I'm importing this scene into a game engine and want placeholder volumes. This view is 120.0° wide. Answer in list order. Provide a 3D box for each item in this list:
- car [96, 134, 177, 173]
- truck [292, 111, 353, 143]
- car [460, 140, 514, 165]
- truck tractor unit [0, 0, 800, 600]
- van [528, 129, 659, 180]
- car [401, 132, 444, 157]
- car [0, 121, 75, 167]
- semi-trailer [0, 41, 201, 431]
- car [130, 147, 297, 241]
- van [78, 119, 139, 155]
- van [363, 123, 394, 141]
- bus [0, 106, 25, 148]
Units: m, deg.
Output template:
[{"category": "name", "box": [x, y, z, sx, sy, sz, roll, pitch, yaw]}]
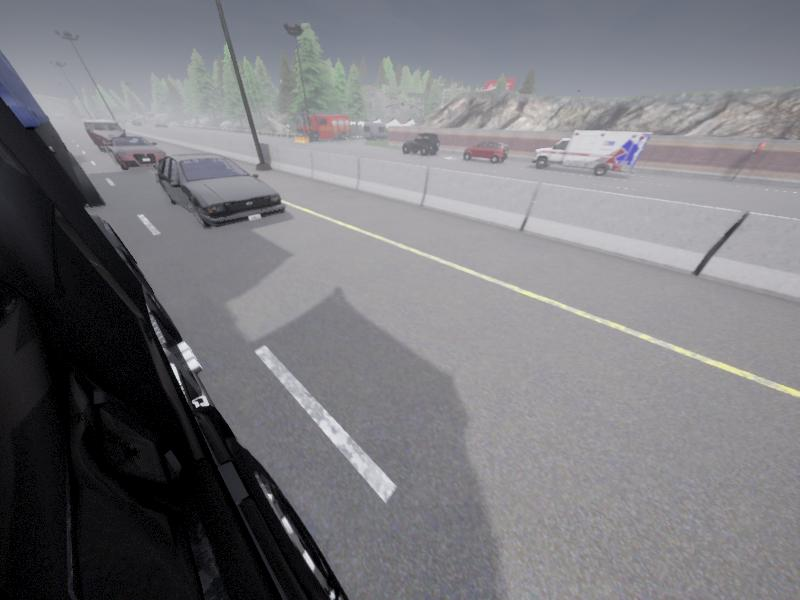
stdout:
[{"category": "car", "box": [-14.304, -8.033, 12.533, 4.181, 1.385, 1.994, 28, 44, 30]}, {"category": "truck", "box": [-12.376, -28.436, 37.867, 8.468, 3.827, 2.891, -30, 48, -32]}, {"category": "car", "box": [7.505, -12.955, 20.167, 3.705, 1.549, 1.789, 28, 44, 30]}, {"category": "truck tractor unit", "box": [-2.645, -0.295, 0.352, 6.516, 4.208, 3.053, 28, 44, 30]}, {"category": "van", "box": [13.086, -10.356, 16.239, 6.366, 2.431, 2.351, 28, 44, 30]}, {"category": "car", "box": [2.215, -15.897, 23.556, 3.866, 1.878, 1.905, 28, 44, 30]}, {"category": "car", "box": [-20.213, -8.602, 12.629, 4.553, 1.767, 2.097, 28, 44, 30]}, {"category": "semi-trailer", "box": [-8.692, -3.579, 4.277, 14.254, 4.402, 2.717, 28, 43, 30]}, {"category": "car", "box": [-5.573, -3.416, 6.772, 5.357, 1.411, 2.033, 28, 44, 30]}, {"category": "van", "box": [-21.949, -12.335, 17.394, 4.442, 1.987, 1.775, 28, 44, 30]}, {"category": "van", "box": [-3.806, -30.308, 41.742, 1.988, 2.561, 5.915, 28, 44, 30]}, {"category": "bus", "box": [-36.540, -15.631, 19.127, 10.273, 4.253, 3.944, 29, 44, 29]}]
